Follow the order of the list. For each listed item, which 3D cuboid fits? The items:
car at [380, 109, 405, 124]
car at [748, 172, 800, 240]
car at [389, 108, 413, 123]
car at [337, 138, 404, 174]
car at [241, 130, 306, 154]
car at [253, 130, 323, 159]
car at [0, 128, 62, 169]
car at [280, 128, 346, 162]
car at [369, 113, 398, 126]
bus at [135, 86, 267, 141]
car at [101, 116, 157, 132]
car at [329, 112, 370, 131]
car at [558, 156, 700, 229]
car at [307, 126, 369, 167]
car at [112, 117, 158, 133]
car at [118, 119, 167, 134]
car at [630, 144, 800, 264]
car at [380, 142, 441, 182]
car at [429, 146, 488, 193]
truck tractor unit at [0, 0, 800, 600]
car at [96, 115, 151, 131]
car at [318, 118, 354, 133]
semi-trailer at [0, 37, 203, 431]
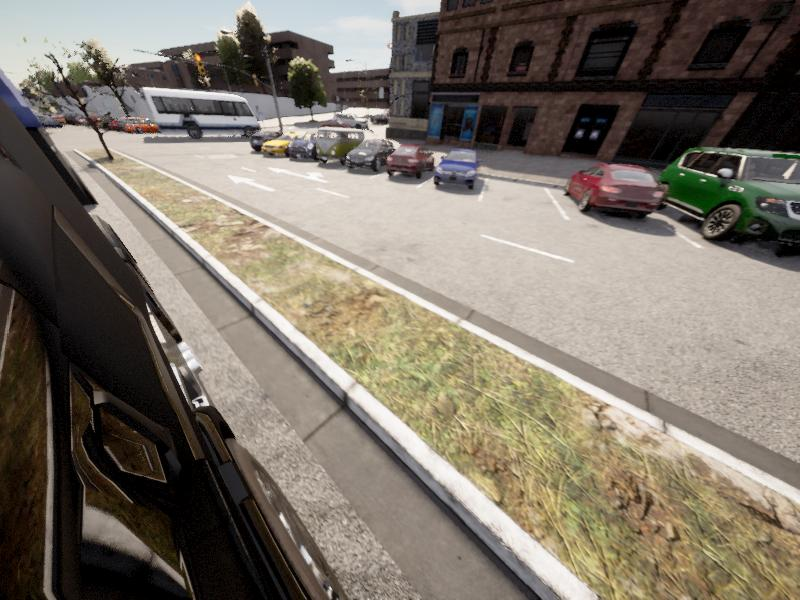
[{"bbox_3d":[-1.403,-35.039,44.111,4.442,1.987,1.878,10,44,9],"label":"car"},{"bbox_3d":[12.243,-1.730,5.409,2.097,1.535,5.008,15,38,15],"label":"car"},{"bbox_3d":[0.251,-36.734,45.997,4.442,1.987,1.878,10,44,9],"label":"car"},{"bbox_3d":[-1.586,-9.157,14.477,2.231,1.521,4.892,14,37,13],"label":"car"},{"bbox_3d":[-10.890,-13.982,20.404,2.163,1.488,4.792,12,37,13],"label":"car"},{"bbox_3d":[-8.714,-12.660,18.705,1.946,1.575,5.366,13,37,13],"label":"car"},{"bbox_3d":[-19.348,-7.681,11.590,4.181,1.385,1.994,26,43,28],"label":"car"},{"bbox_3d":[-6.273,-11.685,17.353,2.185,1.767,4.553,13,37,13],"label":"car"},{"bbox_3d":[-2.953,-33.168,42.372,4.892,1.521,2.231,10,43,9],"label":"car"},{"bbox_3d":[-22.382,-21.501,26.998,10.273,4.253,3.944,-29,50,-34],"label":"bus"},{"bbox_3d":[-46.585,-30.378,39.961,2.435,2.045,5.566,10,37,9],"label":"car"},{"bbox_3d":[-7.874,-28.276,36.552,5.566,2.045,2.435,10,43,9],"label":"car"},{"bbox_3d":[7.667,-4.203,8.496,2.002,1.452,4.674,14,38,15],"label":"car"},{"bbox_3d":[-3.959,-10.483,15.720,1.878,1.987,4.442,13,37,13],"label":"car"},{"bbox_3d":[-44.090,-29.244,38.648,1.878,1.987,4.442,10,37,9],"label":"car"},{"bbox_3d":[-41.571,-28.138,37.502,2.185,1.767,4.553,10,37,9],"label":"car"},{"bbox_3d":[9.968,-3.172,6.773,2.435,2.045,5.566,15,38,15],"label":"car"},{"bbox_3d":[0.736,-7.904,13.011,2.002,1.452,4.674,13,37,14],"label":"car"},{"bbox_3d":[3.065,-6.680,11.520,2.002,1.452,4.674,14,38,14],"label":"car"},{"bbox_3d":[-2.645,-0.295,0.352,6.516,4.208,3.053,28,44,30],"label":"truck tractor unit"},{"bbox_3d":[-49.103,-31.471,41.259,2.435,2.045,5.566,9,37,9],"label":"car"},{"bbox_3d":[-9.554,-26.371,34.868,4.674,1.452,2.002,10,43,9],"label":"car"},{"bbox_3d":[-8.758,-3.556,4.177,14.254,4.402,2.717,27,43,29],"label":"semi-trailer"}]
